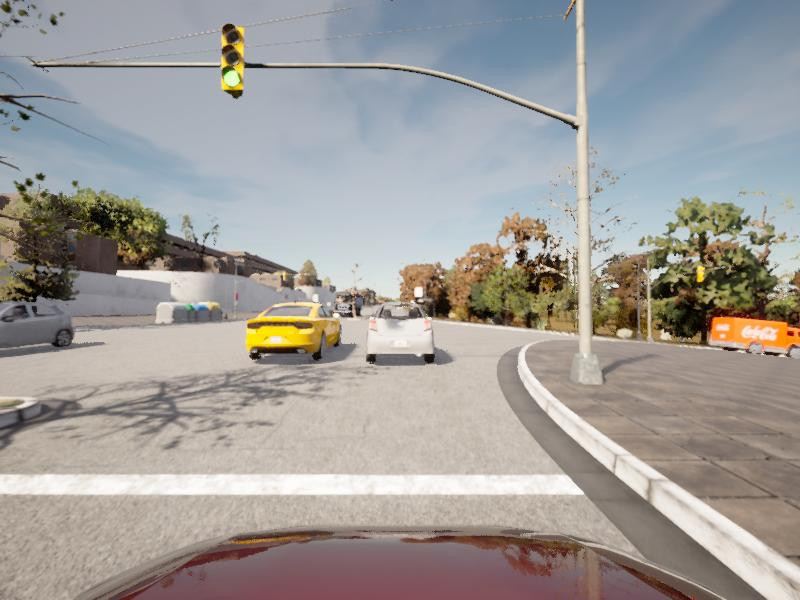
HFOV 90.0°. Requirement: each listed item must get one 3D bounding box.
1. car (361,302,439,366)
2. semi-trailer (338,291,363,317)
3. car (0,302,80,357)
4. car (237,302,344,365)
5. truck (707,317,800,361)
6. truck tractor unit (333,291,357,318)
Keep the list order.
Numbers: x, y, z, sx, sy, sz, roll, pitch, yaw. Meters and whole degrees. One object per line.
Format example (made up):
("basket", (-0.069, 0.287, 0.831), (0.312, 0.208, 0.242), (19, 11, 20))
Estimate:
("car", (0.007, 0.818, 11.305), (1.845, 1.501, 3.633), (0, -1, 0))
("semi-trailer", (-8.783, 0.812, 72.820), (2.717, 4.402, 14.254), (0, -1, 0))
("car", (-11.846, 0.806, 11.848), (1.845, 1.501, 3.633), (0, 0, 0))
("car", (-2.990, 0.819, 12.148), (1.882, 1.535, 5.008), (0, 0, 0))
("truck", (25.027, 2.672, 27.726), (5.204, 2.467, 2.627), (6, -2, 5))
("truck tractor unit", (-8.795, 0.746, 64.899), (3.053, 4.208, 6.516), (0, -1, 0))
